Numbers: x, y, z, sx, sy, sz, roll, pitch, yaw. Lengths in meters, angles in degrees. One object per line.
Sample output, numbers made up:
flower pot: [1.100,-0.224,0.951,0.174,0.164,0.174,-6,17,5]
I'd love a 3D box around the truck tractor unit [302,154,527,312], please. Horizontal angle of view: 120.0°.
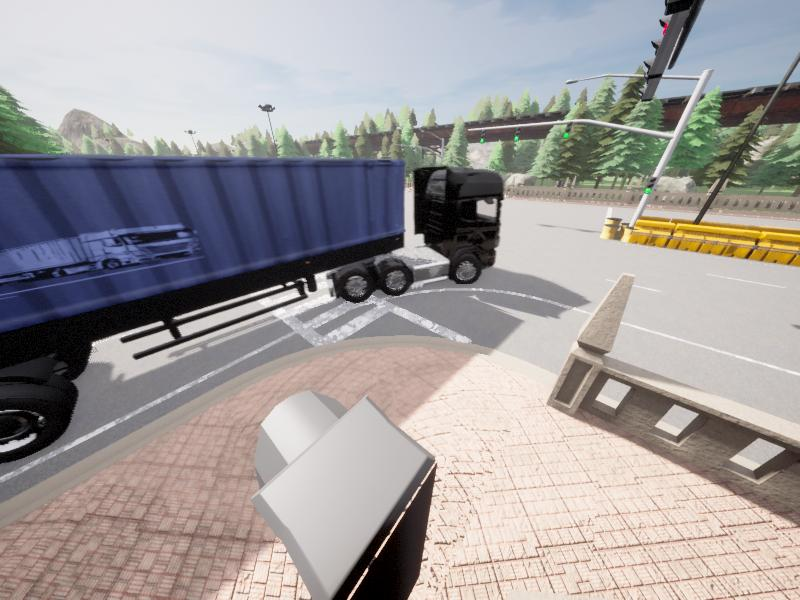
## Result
truck tractor unit: [0.355,-2.691,8.441,6.516,4.208,3.053,-10,30,-17]

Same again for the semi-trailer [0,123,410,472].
semi-trailer: [-5.788,-0.375,4.222,14.254,4.402,2.717,-26,38,-37]

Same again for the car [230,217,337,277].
car: [-5.322,-2.765,11.188,1.851,1.617,3.988,19,35,29]
